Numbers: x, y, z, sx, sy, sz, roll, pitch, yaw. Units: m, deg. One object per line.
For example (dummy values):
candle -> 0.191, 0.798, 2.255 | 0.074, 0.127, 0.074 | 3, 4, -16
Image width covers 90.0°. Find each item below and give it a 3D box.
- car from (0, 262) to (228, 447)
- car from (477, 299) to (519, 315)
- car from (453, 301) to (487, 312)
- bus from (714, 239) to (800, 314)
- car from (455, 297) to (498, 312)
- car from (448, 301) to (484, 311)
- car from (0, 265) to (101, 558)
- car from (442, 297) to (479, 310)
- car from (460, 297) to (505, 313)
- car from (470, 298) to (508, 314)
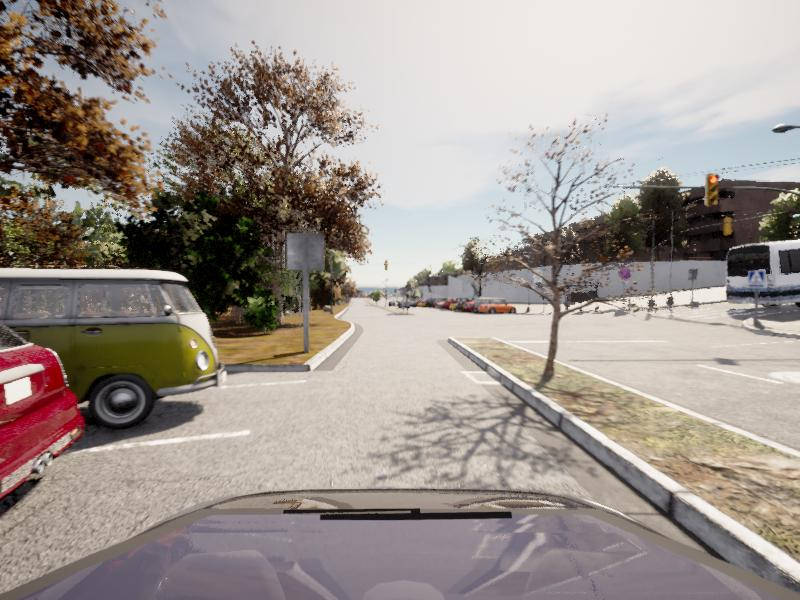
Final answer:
car -> -4.700, 0.595, 5.167 | 4.442, 1.987, 1.878 | -1, 0, -20
car -> 11.665, 0.824, 47.614 | 4.553, 1.767, 2.185 | 1, 0, -25
car -> 10.490, 0.952, 59.604 | 4.674, 1.452, 2.002 | 1, 0, -26
bus -> 26.692, -1.838, 25.696 | 10.273, 4.253, 3.944 | -6, 2, -6
car -> 10.837, 0.670, 56.627 | 5.566, 2.045, 2.435 | 1, 0, -26
car -> 10.343, 0.901, 62.674 | 5.366, 1.575, 1.946 | 1, 0, -26
car -> -4.756, 0.699, 2.173 | 4.553, 1.767, 2.185 | -1, 0, -20
car -> 9.881, 0.643, 65.590 | 5.566, 2.045, 2.435 | 1, 0, -26
car -> 11.097, 0.679, 53.601 | 5.566, 2.045, 2.435 | 1, 0, -26
car -> 11.314, 0.714, 50.570 | 4.442, 1.987, 1.878 | 1, 0, -26
